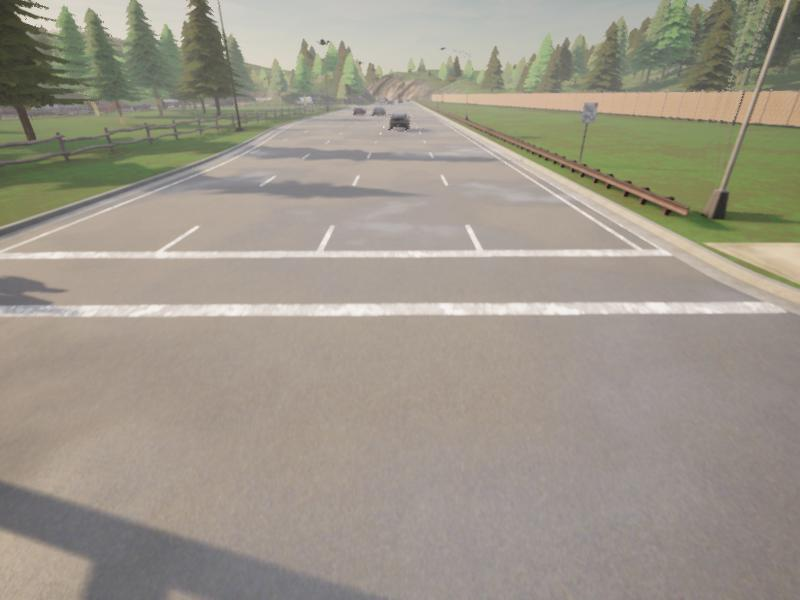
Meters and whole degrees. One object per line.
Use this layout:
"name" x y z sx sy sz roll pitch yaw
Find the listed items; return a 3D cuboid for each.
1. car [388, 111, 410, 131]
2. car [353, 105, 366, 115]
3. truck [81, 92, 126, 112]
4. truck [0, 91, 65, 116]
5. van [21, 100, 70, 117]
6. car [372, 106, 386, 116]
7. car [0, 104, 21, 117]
"car" -0.057 -17.723 39.556 1.837 1.490 4.892 2 28 2
"car" -6.947 -32.783 69.014 1.812 1.442 4.674 0 27 0
"truck" -64.420 -43.288 87.307 2.891 3.827 8.468 0 27 0
"truck" -64.496 -34.703 70.571 2.891 3.827 8.468 0 27 0
"van" -60.999 -33.144 69.035 2.351 2.431 6.366 0 27 0
"car" -3.449 -31.254 66.069 1.994 1.385 4.181 0 27 0
"car" -68.000 -32.324 68.199 2.097 1.767 4.553 0 27 0
